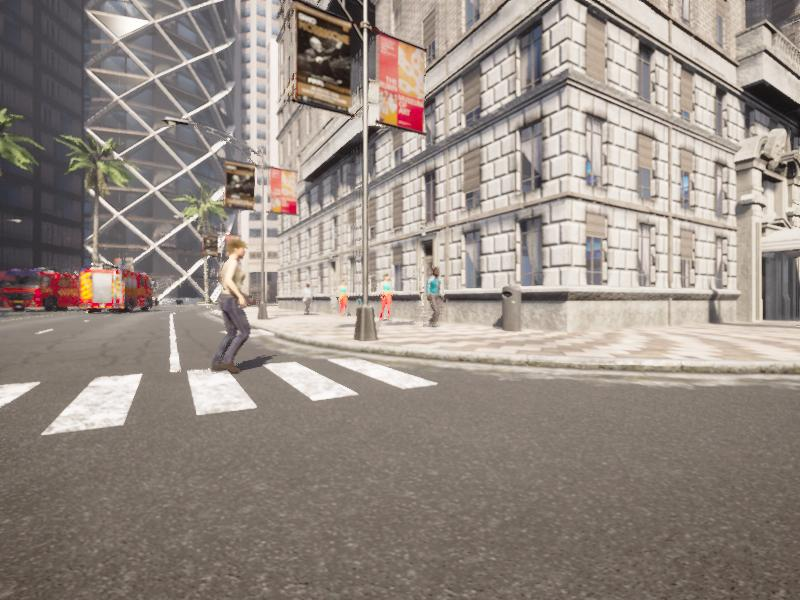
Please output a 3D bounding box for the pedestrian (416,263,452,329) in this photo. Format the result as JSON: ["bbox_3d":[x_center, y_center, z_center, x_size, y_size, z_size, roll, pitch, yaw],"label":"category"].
[{"bbox_3d":[0.997,-0.111,11.796,0.751,1.860,0.751,0,0,-39],"label":"pedestrian"}]

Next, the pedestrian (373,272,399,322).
[{"bbox_3d":[-0.536,-0.109,15.329,0.751,1.860,0.751,0,0,-28],"label":"pedestrian"}]

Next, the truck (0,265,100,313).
[{"bbox_3d":[-31.577,-0.898,36.636,2.891,3.827,8.468,0,0,-9],"label":"truck"}]

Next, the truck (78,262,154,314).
[{"bbox_3d":[-23.886,-0.902,34.220,2.891,3.827,8.468,0,0,-18],"label":"truck"}]

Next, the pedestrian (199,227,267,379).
[{"bbox_3d":[-2.271,0.040,5.419,0.751,1.860,0.751,0,0,-32],"label":"pedestrian"}]

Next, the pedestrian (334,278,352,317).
[{"bbox_3d":[-2.783,-0.107,19.603,0.751,1.860,0.751,0,0,-20],"label":"pedestrian"}]

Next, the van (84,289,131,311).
[{"bbox_3d":[-28.355,0.022,38.960,1.775,1.987,4.442,0,0,-7],"label":"van"}]

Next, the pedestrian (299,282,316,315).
[{"bbox_3d":[-5.348,-0.105,23.055,0.751,1.860,0.751,0,0,-30],"label":"pedestrian"}]

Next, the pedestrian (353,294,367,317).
[{"bbox_3d":[-1.949,0.273,19.280,0.500,1.100,0.500,0,0,-30],"label":"pedestrian"}]
